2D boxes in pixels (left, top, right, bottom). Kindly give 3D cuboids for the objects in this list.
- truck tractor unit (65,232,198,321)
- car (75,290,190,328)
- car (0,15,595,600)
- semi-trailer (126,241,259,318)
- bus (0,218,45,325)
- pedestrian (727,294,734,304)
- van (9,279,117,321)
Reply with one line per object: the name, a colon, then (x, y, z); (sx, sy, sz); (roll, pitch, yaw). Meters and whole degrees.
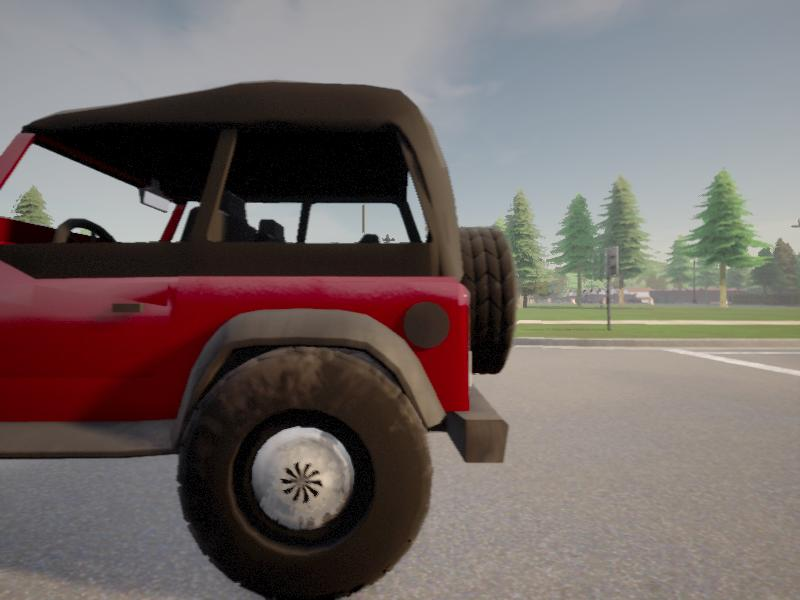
truck tractor unit: (-14.427, -1.102, 22.310); (3.053, 4.208, 6.516); (0, 0, 0)
car: (-10.878, 0.317, 16.719); (1.994, 1.385, 4.181); (0, 0, 0)
car: (-1.323, 0.048, 2.206); (3.866, 1.878, 1.905); (0, 0, 0)
semi-trailer: (-14.489, -1.205, 30.223); (2.717, 4.402, 14.254); (0, 0, 0)
bus: (-18.219, -1.118, 12.774); (3.944, 4.253, 10.273); (0, 0, 6)
pedestrian: (65.287, -0.172, 79.039); (0.751, 1.860, 0.751); (0, 0, 0)
van: (-17.917, -0.014, 21.641); (2.069, 2.038, 4.480); (0, 0, 0)
